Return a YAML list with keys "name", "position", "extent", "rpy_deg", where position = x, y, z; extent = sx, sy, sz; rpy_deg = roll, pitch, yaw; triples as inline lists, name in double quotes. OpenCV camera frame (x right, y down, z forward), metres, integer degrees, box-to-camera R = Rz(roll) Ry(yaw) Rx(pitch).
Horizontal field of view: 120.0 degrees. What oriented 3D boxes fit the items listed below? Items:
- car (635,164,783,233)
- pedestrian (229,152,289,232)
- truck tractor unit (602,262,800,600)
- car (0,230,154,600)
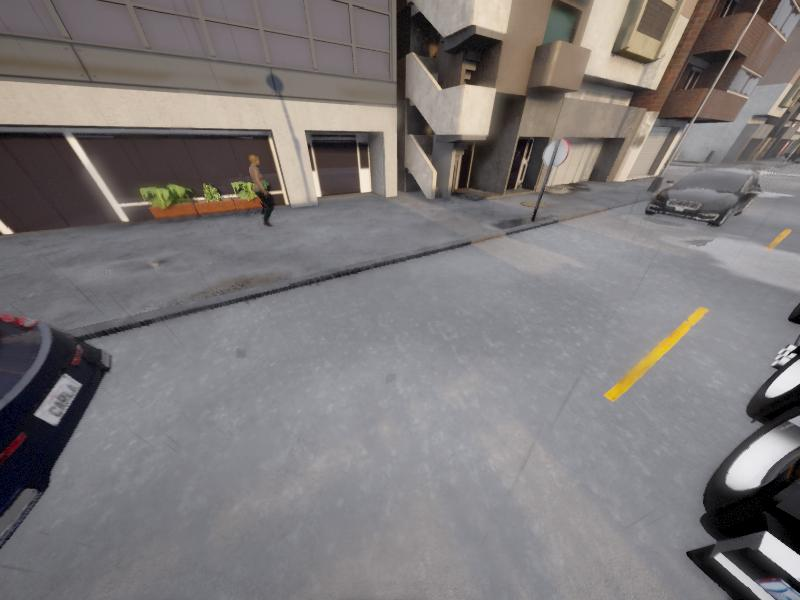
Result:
- name: "car"
  position: [10.946, -3.780, 8.196]
  extent: [4.892, 1.490, 1.837]
  rpy_deg: [-18, 39, -25]
- name: "pedestrian"
  position: [-3.840, -2.989, 6.407]
  extent: [0.751, 1.860, 0.751]
  rpy_deg: [-26, 42, -32]
- name: "truck tractor unit"
  position: [5.107, -0.305, 0.787]
  extent: [6.516, 4.208, 3.053]
  rpy_deg: [-18, 39, -24]
- name: "car"
  position: [-4.718, 1.332, 0.629]
  extent: [5.027, 1.651, 2.152]
  rpy_deg: [-18, 39, -24]
